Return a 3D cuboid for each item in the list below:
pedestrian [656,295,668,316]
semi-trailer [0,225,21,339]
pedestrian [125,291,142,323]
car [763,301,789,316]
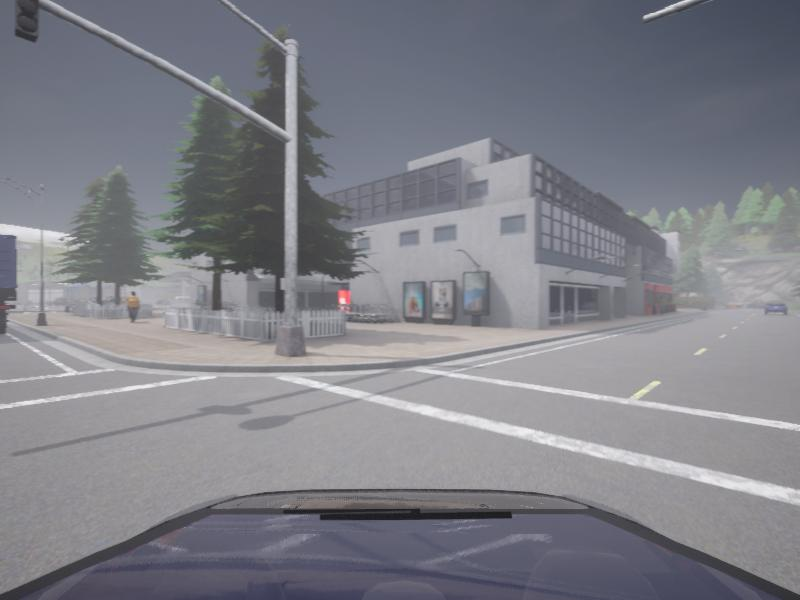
[{"bbox_3d":[23.058,0.481,35.235,0.751,1.860,0.751,0,0,41],"label":"pedestrian"},{"bbox_3d":[-21.474,-0.708,19.433,14.254,4.402,2.717,0,0,40],"label":"semi-trailer"},{"bbox_3d":[-15.416,0.397,23.156,0.751,1.860,0.751,0,0,-38],"label":"pedestrian"},{"bbox_3d":[41.517,0.860,44.157,2.007,1.525,4.514,0,0,43],"label":"car"}]
